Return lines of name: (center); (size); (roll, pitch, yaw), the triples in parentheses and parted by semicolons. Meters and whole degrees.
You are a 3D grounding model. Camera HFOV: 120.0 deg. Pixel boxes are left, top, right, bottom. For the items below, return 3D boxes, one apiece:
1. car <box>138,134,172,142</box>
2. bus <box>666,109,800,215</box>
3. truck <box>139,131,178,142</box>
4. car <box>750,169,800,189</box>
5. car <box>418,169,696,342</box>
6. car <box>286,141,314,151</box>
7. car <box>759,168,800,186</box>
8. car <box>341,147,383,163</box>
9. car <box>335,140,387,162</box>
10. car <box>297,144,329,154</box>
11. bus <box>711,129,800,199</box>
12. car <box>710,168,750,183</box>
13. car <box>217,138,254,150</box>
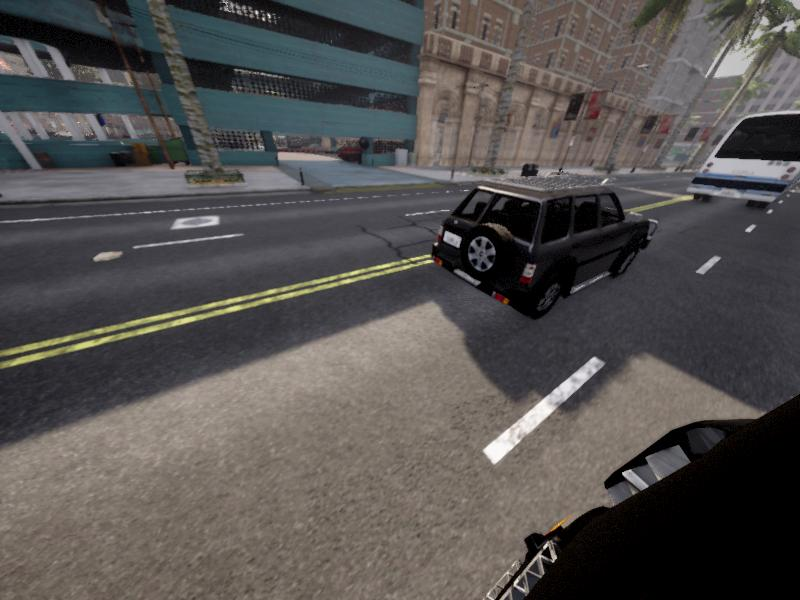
car: (-60.540, -40.065, 57.218); (5.357, 1.411, 2.033); (-17, 39, -27)
bus: (22.085, -8.407, 14.223); (10.273, 4.253, 3.944); (-18, 39, -28)
truck: (-62.046, -42.180, 59.600); (6.274, 2.098, 2.390); (-17, 39, -27)
car: (41.205, -13.332, 25.333); (5.027, 1.651, 2.152); (-18, 39, -28)
car: (2.854, -1.285, 4.323); (4.605, 1.855, 1.932); (-17, 39, -27)
car: (-20.963, -32.283, 48.519); (4.786, 1.482, 2.161); (-18, 39, -28)
car: (48.135, -15.509, 29.089); (5.027, 1.651, 2.152); (-17, 39, -27)
car: (-4.574, -17.553, 28.010); (4.514, 1.523, 2.007); (-18, 39, -28)
car: (-4.607, -17.862, 27.764); (5.566, 2.045, 2.435); (-18, 39, -28)
car: (-15.155, -26.407, 40.365); (4.718, 1.301, 1.895); (-18, 39, -28)
bus: (32.764, -11.799, 20.064); (10.273, 4.253, 3.944); (-18, 39, -28)
car: (40.985, -15.467, 28.700); (4.181, 1.385, 1.994); (-17, 39, -27)
car: (-28.582, -27.185, 40.317); (4.902, 1.511, 2.128); (-18, 39, -28)
